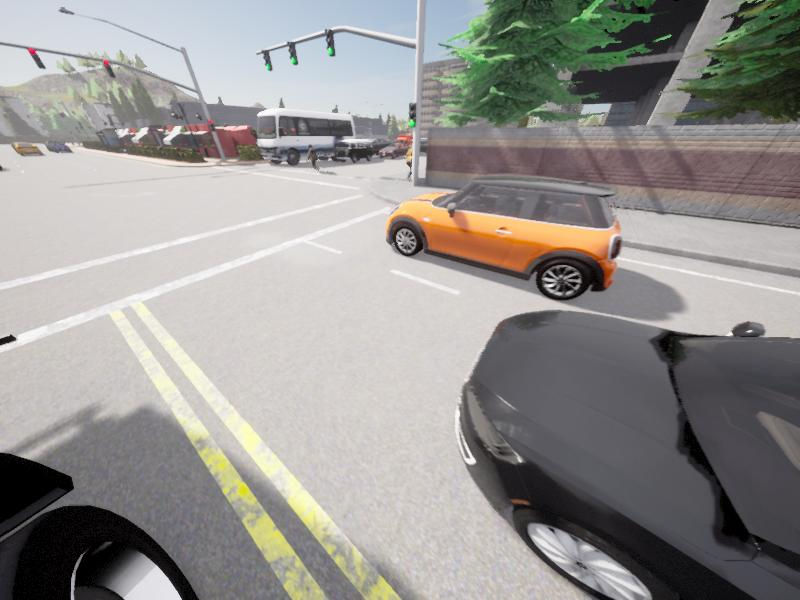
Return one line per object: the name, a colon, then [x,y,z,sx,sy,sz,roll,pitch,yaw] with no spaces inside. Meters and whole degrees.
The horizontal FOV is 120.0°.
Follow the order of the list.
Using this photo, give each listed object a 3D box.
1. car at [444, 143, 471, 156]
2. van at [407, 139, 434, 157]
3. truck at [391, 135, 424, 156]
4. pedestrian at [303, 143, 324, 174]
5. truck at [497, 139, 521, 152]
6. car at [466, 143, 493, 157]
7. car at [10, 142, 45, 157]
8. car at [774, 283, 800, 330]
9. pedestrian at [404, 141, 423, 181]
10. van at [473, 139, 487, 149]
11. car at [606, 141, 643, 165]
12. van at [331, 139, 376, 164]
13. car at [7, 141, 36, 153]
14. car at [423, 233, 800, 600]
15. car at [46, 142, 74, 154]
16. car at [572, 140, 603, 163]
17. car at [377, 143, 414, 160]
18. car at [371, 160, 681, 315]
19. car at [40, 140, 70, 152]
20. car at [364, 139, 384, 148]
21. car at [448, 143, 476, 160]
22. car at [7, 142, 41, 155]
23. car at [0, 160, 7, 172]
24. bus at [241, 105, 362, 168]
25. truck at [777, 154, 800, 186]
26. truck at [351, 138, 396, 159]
car: [8.837,-23.128,35.448,2.128,1.511,4.902,22,40,27]
van: [3.044,-22.049,33.466,1.775,1.987,4.442,22,40,28]
truck: [1.259,-24.335,36.232,2.627,2.467,5.204,22,43,28]
pedestrian: [-6.191,-10.128,16.541,0.751,1.860,0.751,22,40,27]
truck: [21.418,-30.282,45.182,2.390,2.098,6.274,22,40,28]
car: [11.683,-21.961,33.783,1.882,1.535,5.008,22,40,28]
car: [-52.226,-21.163,32.361,5.008,1.535,1.882,22,40,27]
car: [7.610,0.788,1.726,4.718,1.301,1.895,22,41,28]
pedestrian: [0.740,-7.959,13.226,0.751,1.860,0.751,25,42,31]
van: [20.681,-40.267,59.467,1.775,1.987,4.442,22,40,28]
car: [22.480,-14.947,23.339,1.905,1.878,3.866,22,41,28]
van: [-4.688,-15.690,24.332,2.069,2.038,4.480,19,39,24]
car: [-63.354,-25.649,38.672,5.008,1.535,1.882,22,41,28]
car: [2.725,1.185,0.960,4.892,1.490,1.837,22,41,28]
car: [-55.345,-24.832,37.613,4.193,1.474,1.816,22,41,28]
car: [20.068,-15.923,24.711,1.905,1.878,3.866,22,41,28]
car: [-0.505,-18.950,29.355,2.152,1.651,5.027,22,40,28]
car: [1.875,-1.744,4.857,4.553,1.767,2.097,22,41,28]
car: [-60.696,-27.066,40.624,4.856,1.649,2.033,22,41,28]
car: [-6.588,-39.704,58.425,4.605,1.855,1.932,22,41,28]
car: [7.946,-18.876,29.313,1.851,1.617,3.988,22,40,28]
car: [-57.747,-23.359,35.499,4.792,1.488,2.163,22,41,28]
car: [-33.246,-10.950,18.005,4.792,1.488,2.163,22,41,28]
bus: [-8.973,-16.407,23.405,3.944,4.253,10.273,22,40,28]
truck: [23.015,-6.771,11.267,2.615,2.467,5.204,22,41,28]
truck: [-3.307,-20.361,30.930,2.390,2.098,6.274,22,40,28]
